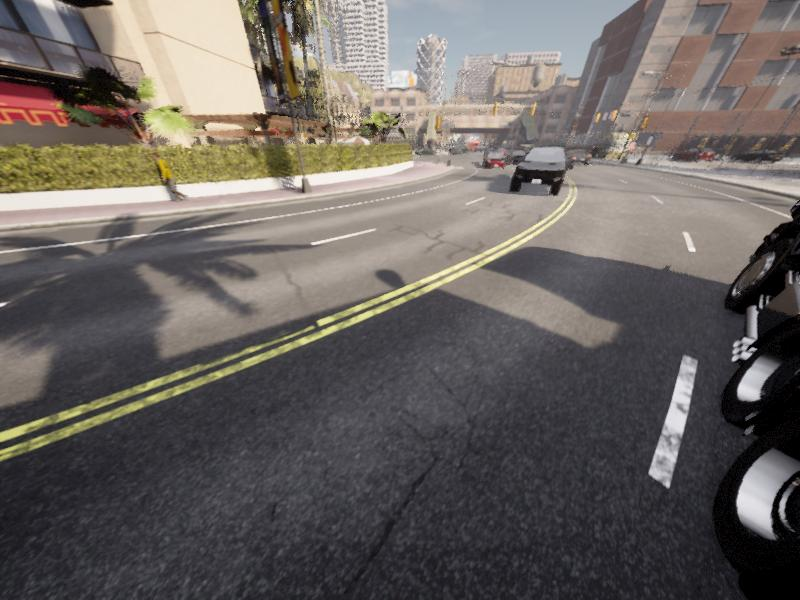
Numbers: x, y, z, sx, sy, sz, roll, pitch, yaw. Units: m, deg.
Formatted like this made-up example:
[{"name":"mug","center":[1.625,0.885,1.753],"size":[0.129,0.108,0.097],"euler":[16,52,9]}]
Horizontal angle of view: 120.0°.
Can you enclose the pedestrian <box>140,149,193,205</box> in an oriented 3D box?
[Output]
[{"name":"pedestrian","center":[-9.309,-4.951,9.321],"size":[0.751,1.860,0.751],"euler":[-21,40,-27]}]

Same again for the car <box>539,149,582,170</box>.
[{"name":"car","center":[17.296,-15.407,25.172],"size":[2.242,1.667,4.611],"euler":[7,35,10]}]

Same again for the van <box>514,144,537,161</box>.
[{"name":"van","center":[19.684,-23.306,36.432],"size":[1.775,1.987,4.442],"euler":[5,35,8]}]

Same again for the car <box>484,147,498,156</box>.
[{"name":"car","center":[17.920,-29.427,45.739],"size":[1.789,1.549,3.705],"euler":[5,34,7]}]

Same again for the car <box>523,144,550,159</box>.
[{"name":"car","center":[24.186,-26.671,41.303],"size":[2.150,2.045,5.566],"euler":[5,35,7]}]

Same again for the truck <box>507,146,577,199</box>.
[{"name":"truck","center":[8.308,-7.686,13.489],"size":[2.390,2.098,6.274],"euler":[18,38,24]}]

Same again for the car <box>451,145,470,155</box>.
[{"name":"car","center":[12.848,-31.773,48.924],"size":[2.097,1.767,4.553],"euler":[24,41,30]}]

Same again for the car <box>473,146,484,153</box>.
[{"name":"car","center":[20.972,-40.399,61.887],"size":[2.033,1.411,5.357],"euler":[5,35,7]}]

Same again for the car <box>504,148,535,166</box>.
[{"name":"car","center":[14.706,-17.873,28.784],"size":[1.930,1.638,5.238],"euler":[5,34,7]}]

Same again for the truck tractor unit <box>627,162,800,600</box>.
[{"name":"truck tractor unit","center":[4.931,-0.444,1.014],"size":[6.516,4.208,3.053],"euler":[-25,42,-32]}]

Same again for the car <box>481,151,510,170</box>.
[{"name":"car","center":[10.147,-15.095,24.853],"size":[2.163,1.488,4.792],"euler":[8,35,10]}]

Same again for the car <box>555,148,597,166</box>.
[{"name":"car","center":[21.659,-17.790,28.710],"size":[2.152,1.651,5.027],"euler":[6,35,9]}]

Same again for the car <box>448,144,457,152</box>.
[{"name":"car","center":[15.616,-45.123,68.422],"size":[2.185,1.767,4.553],"euler":[5,35,7]}]
